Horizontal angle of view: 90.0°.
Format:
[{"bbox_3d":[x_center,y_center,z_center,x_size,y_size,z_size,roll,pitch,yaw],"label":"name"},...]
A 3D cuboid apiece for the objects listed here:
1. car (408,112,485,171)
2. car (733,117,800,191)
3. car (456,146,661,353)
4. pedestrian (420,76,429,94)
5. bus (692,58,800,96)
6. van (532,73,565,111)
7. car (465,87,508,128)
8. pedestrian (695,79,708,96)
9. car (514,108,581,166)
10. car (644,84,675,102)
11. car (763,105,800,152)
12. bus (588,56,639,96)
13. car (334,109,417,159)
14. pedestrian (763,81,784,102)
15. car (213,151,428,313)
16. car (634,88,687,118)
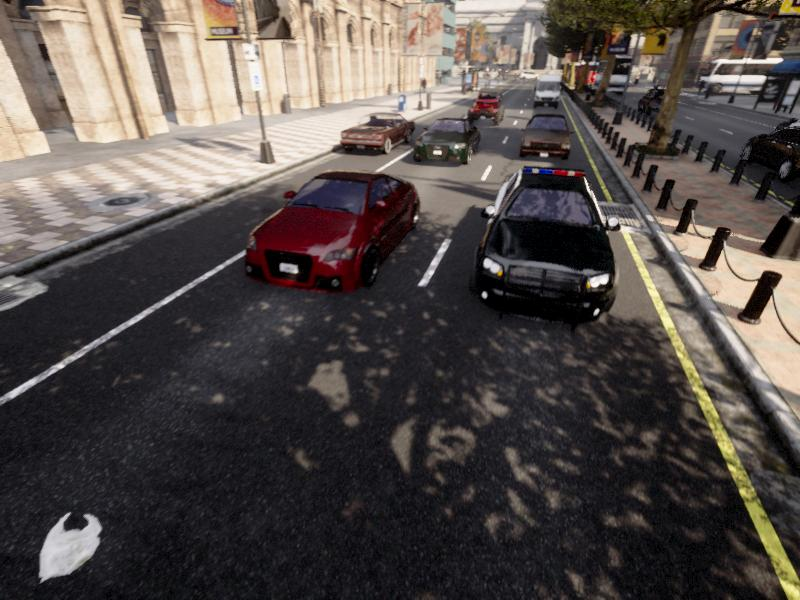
[{"bbox_3d":[1.885,-6.141,15.198,1.994,1.385,4.181,9,31,15],"label":"car"},{"bbox_3d":[13.148,-4.856,13.021,1.837,1.490,4.892,9,32,15],"label":"car"},{"bbox_3d":[2.491,-1.361,6.864,2.038,1.542,4.974,9,32,15],"label":"car"},{"bbox_3d":[2.945,-25.916,48.221,0.751,1.860,0.751,12,32,18],"label":"pedestrian"},{"bbox_3d":[46.620,-30.079,53.887,10.273,4.253,3.944,9,31,14],"label":"bus"},{"bbox_3d":[12.823,-18.109,34.664,1.988,2.561,5.915,9,31,15],"label":"van"},{"bbox_3d":[5.348,-11.845,24.483,1.905,1.878,3.866,9,32,15],"label":"car"},{"bbox_3d":[37.900,-26.720,50.354,0.751,1.860,0.751,18,35,27],"label":"pedestrian"},{"bbox_3d":[6.012,-6.853,16.445,2.033,1.411,5.357,9,31,15],"label":"car"},{"bbox_3d":[27.953,-22.396,43.199,1.845,1.501,3.633,10,32,15],"label":"car"},{"bbox_3d":[18.407,-7.358,17.332,2.038,1.542,4.974,9,31,15],"label":"car"},{"bbox_3d":[28.234,-30.084,53.662,3.944,4.253,10.273,9,31,15],"label":"bus"},{"bbox_3d":[-0.851,-7.200,17.035,1.895,1.301,4.718,9,31,15],"label":"car"},{"bbox_3d":[37.504,-20.975,40.214,0.751,1.860,0.751,11,32,17],"label":"pedestrian"},{"bbox_3d":[-1.003,-1.576,7.347,1.994,1.385,4.181,9,31,15],"label":"car"},{"bbox_3d":[19.516,-14.950,30.248,2.033,1.649,4.856,9,31,15],"label":"car"}]
